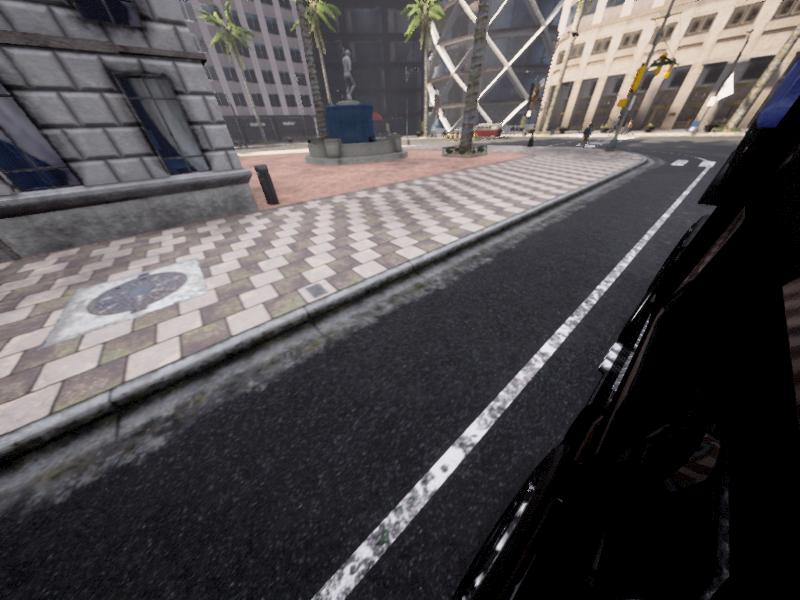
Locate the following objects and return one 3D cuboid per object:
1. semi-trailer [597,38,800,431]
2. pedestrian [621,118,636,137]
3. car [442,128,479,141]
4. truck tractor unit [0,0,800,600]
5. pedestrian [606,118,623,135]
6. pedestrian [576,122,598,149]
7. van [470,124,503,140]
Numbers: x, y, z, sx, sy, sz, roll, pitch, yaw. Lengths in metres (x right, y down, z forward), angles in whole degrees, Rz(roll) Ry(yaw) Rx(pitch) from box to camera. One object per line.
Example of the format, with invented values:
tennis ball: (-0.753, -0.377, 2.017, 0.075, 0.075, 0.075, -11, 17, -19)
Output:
semi-trailer: (8.712, -3.599, 4.209, 14.254, 4.402, 2.717, -28, 44, -30)
pedestrian: (29.295, -22.081, 29.628, 0.751, 1.860, 0.751, 23, 44, 31)
car: (9.633, -26.431, 36.965, 5.366, 1.575, 1.801, 20, 42, 27)
truck tractor unit: (2.645, -0.295, 0.351, 6.516, 4.208, 3.053, -28, 44, -30)
pedestrian: (29.508, -23.903, 31.799, 0.751, 1.860, 0.751, -7, 37, -6)
pedestrian: (16.153, -14.217, 19.987, 0.751, 1.860, 0.751, -30, 45, -32)
van: (14.054, -27.375, 37.607, 4.442, 1.987, 1.775, 23, 44, 30)
